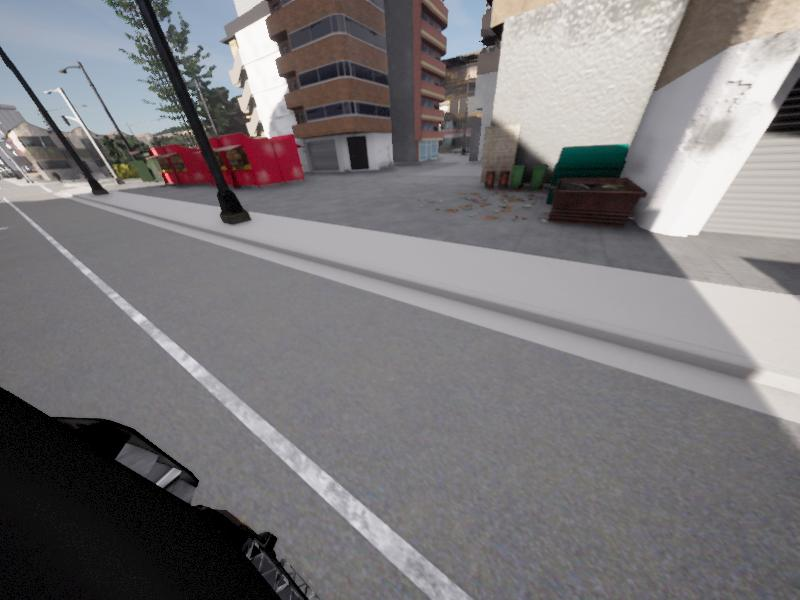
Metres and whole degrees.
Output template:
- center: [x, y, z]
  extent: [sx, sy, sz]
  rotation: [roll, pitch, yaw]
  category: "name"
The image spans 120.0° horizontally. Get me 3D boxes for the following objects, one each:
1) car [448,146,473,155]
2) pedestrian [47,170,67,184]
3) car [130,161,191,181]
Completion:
- center: [13.437, -33.224, 51.337]
  extent: [4.902, 1.511, 2.128]
  rotation: [16, 38, 28]
  category: "car"
- center: [-53.686, -19.199, 36.157]
  extent: [0.751, 1.860, 0.751]
  rotation: [11, 36, 21]
  category: "pedestrian"
- center: [-34.913, -19.050, 33.922]
  extent: [2.150, 2.045, 5.566]
  rotation: [17, 38, 28]
  category: "car"
